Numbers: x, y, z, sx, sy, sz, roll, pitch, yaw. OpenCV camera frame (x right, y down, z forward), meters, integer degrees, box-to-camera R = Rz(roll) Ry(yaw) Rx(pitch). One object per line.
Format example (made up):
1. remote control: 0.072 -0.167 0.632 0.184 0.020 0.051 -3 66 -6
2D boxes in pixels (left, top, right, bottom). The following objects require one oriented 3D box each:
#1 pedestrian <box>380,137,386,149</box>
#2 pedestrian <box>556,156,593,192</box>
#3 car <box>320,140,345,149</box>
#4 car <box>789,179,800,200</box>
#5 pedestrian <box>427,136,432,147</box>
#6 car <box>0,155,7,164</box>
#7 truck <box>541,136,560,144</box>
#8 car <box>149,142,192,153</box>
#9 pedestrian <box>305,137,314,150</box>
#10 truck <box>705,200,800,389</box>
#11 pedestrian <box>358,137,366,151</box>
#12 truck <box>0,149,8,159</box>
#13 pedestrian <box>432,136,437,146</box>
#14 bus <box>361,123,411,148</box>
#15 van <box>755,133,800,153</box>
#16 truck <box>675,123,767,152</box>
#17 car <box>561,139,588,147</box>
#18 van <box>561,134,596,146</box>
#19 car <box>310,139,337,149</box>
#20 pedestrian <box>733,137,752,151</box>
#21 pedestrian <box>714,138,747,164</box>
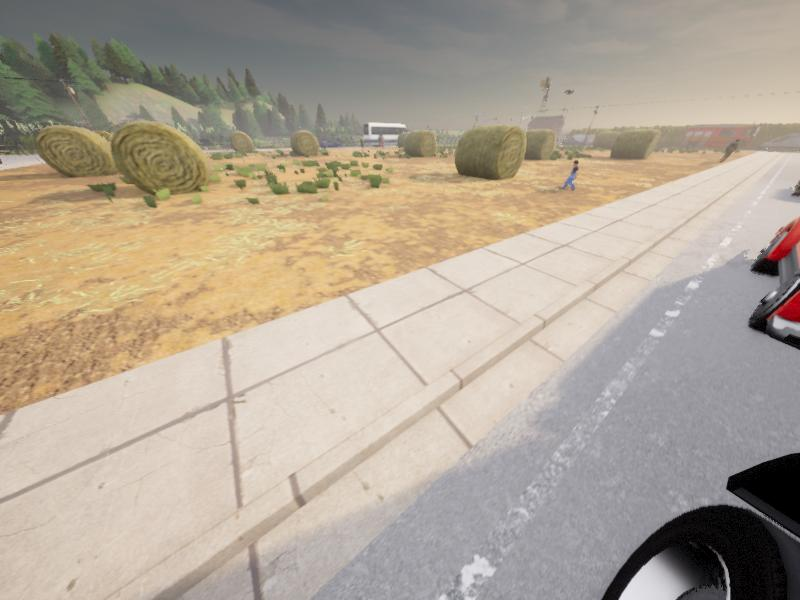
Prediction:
1. pedestrian: -3.046 -27.962 41.136 0.751 1.860 0.751 11 37 15
2. pedestrian: 7.764 -5.640 10.343 0.751 1.300 0.751 9 37 13
3. car: -13.589 -31.317 46.479 4.193 1.474 1.816 -19 40 -25
4. car: 19.022 -5.140 9.849 4.181 1.385 1.994 -22 40 -28
5. pedestrian: 6.449 -34.749 50.637 0.751 1.860 0.751 -24 42 -29
6. car: -38.970 -13.198 20.810 1.905 1.878 3.866 -21 41 -27
7. truck: 50.996 -54.385 78.273 6.274 2.098 2.390 -21 41 -27
8. car: -37.625 -25.200 38.079 4.718 1.301 1.895 -19 40 -25
9. pedestrian: -15.625 -27.121 39.964 0.751 1.860 0.751 -27 43 -32
10. truck: 6.831 -0.620 2.607 5.204 2.467 2.627 -22 41 -28
11. pedestrian: -5.972 -24.596 36.422 0.751 1.860 0.751 5 36 8
12. truck: -49.757 -16.980 25.912 6.274 2.098 2.390 0 34 0
13. pedestrian: 7.995 -36.786 53.490 0.751 1.860 0.751 -24 42 -30
14. bus: -2.937 -36.256 50.996 10.273 4.253 3.944 -19 40 -25
15. van: 64.002 -25.769 37.791 1.988 2.561 5.915 -21 41 -27
16. truck: 56.623 -28.996 41.205 2.891 3.827 8.468 -21 41 -27
17. car: 43.515 -39.390 57.803 2.163 1.488 4.792 -21 40 -27
18. van: 45.968 -41.252 59.596 2.351 2.431 6.366 -21 40 -27
19. car: -15.993 -32.902 48.569 4.856 1.649 2.033 -20 40 -25
20. pedestrian: 55.114 -25.134 37.188 0.751 1.860 0.751 -9 36 -12
21. pedestrian: 29.057 -13.132 20.343 0.751 1.860 0.751 -15 38 -20
